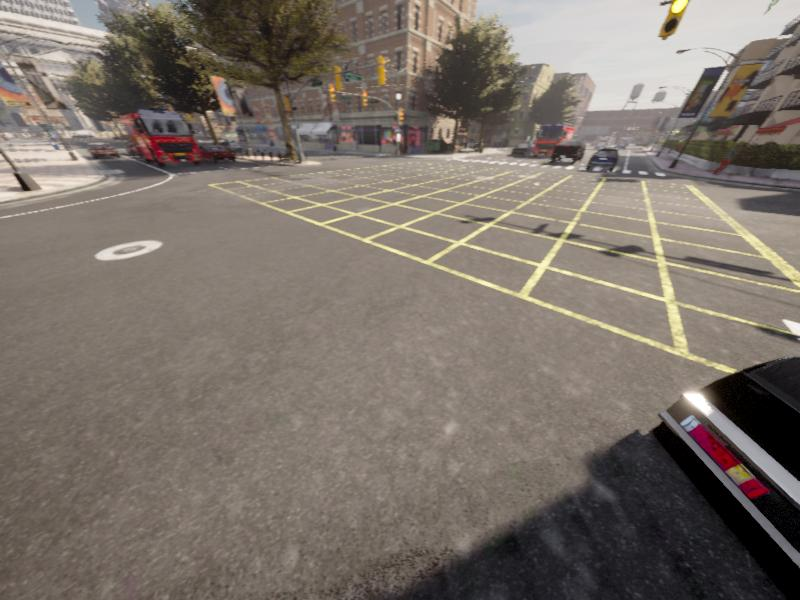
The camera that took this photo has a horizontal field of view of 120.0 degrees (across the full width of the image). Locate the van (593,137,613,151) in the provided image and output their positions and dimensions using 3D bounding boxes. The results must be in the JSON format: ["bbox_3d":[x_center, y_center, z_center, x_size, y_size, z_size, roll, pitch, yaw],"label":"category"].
[{"bbox_3d":[46.763,-35.951,53.089,2.351,2.431,6.366,26,43,31],"label":"van"}]

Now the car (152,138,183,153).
[{"bbox_3d":[-32.105,-21.335,31.860,3.988,1.617,1.851,26,43,31],"label":"car"}]

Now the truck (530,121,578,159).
[{"bbox_3d":[21.362,-22.033,31.910,2.891,3.827,8.468,26,42,31],"label":"truck"}]

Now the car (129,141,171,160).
[{"bbox_3d":[-26.225,-15.741,24.235,3.806,1.475,1.970,26,43,31],"label":"car"}]

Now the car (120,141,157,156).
[{"bbox_3d":[-31.312,-18.194,27.675,4.181,1.385,1.994,25,42,30],"label":"car"}]

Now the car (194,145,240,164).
[{"bbox_3d":[-17.634,-14.081,22.221,4.718,1.301,1.895,26,43,31],"label":"car"}]

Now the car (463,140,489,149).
[{"bbox_3d":[16.794,-34.633,51.473,4.974,1.542,2.038,27,43,32],"label":"car"}]

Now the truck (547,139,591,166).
[{"bbox_3d":[18.378,-16.061,24.965,2.390,2.098,6.274,26,43,31],"label":"truck"}]

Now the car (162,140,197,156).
[{"bbox_3d":[-27.502,-19.017,28.806,3.806,1.475,1.970,26,43,31],"label":"car"}]

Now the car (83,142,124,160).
[{"bbox_3d":[-30.602,-15.372,23.785,4.718,1.301,1.895,26,43,31],"label":"car"}]

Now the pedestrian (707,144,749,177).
[{"bbox_3d":[22.556,-9.634,15.930,0.751,1.860,0.751,-17,39,-24],"label":"pedestrian"}]

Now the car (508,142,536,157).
[{"bbox_3d":[17.795,-21.863,33.486,1.930,1.638,5.238,25,42,30],"label":"car"}]

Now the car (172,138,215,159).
[{"bbox_3d":[-22.947,-16.903,25.651,4.553,1.767,2.097,26,43,31],"label":"car"}]

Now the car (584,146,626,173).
[{"bbox_3d":[17.985,-12.403,20.232,2.033,1.649,4.856,26,42,31],"label":"car"}]

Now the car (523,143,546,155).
[{"bbox_3d":[22.081,-24.764,37.803,1.812,1.442,4.674,26,43,31],"label":"car"}]

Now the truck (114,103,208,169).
[{"bbox_3d":[-20.322,-13.793,19.589,8.468,3.827,2.891,26,43,31],"label":"truck"}]
